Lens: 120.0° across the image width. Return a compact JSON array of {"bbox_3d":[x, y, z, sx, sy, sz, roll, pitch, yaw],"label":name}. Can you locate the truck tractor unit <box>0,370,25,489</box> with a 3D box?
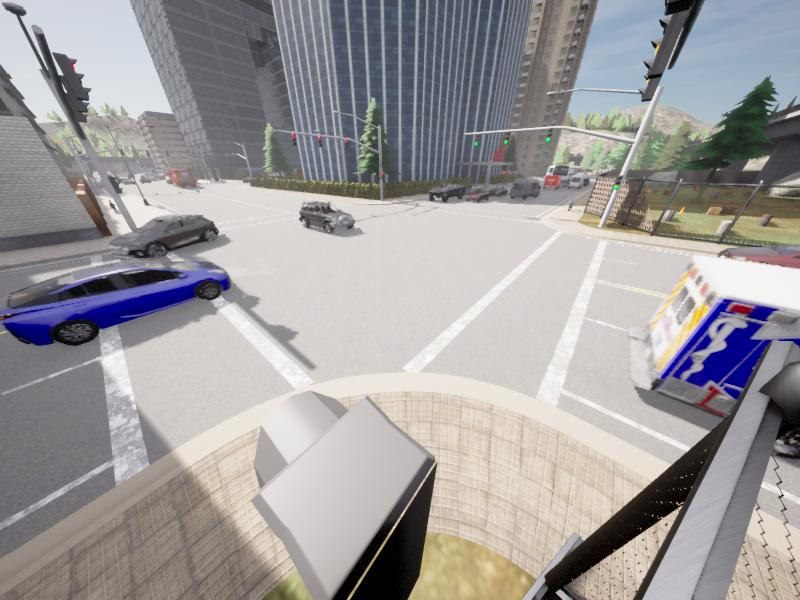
[{"bbox_3d":[-8.542,1.761,0.625,3.053,4.208,6.516,23,37,34],"label":"truck tractor unit"}]

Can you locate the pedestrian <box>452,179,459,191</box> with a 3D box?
[{"bbox_3d":[10.128,-20.995,42.045,0.751,1.860,0.751,-25,38,-36],"label":"pedestrian"}]

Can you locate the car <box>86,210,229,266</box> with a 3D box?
[{"bbox_3d":[-12.468,-3.608,12.543,2.033,1.649,4.856,7,30,9],"label":"car"}]

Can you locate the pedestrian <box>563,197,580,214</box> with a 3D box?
[{"bbox_3d":[16.015,-8.854,21.577,0.751,1.300,0.751,-20,35,-30],"label":"pedestrian"}]

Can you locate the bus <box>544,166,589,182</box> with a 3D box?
[{"bbox_3d":[52.864,-40.342,73.620,10.273,4.253,3.944,23,37,34],"label":"bus"}]

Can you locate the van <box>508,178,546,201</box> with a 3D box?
[{"bbox_3d":[17.764,-15.485,32.177,5.915,2.561,1.988,-24,37,-35],"label":"van"}]

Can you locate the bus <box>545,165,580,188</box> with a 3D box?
[{"bbox_3d":[36.990,-28.217,52.516,3.944,4.253,10.273,23,37,34],"label":"bus"}]

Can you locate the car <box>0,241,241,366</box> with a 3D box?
[{"bbox_3d":[-7.956,-0.352,6.989,2.007,1.525,4.514,20,35,31],"label":"car"}]

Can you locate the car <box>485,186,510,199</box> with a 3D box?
[{"bbox_3d":[14.654,-16.286,34.735,1.994,1.385,4.181,22,37,33],"label":"car"}]

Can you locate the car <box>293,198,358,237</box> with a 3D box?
[{"bbox_3d":[-5.340,-6.007,16.482,4.605,1.855,1.932,22,37,34],"label":"car"}]

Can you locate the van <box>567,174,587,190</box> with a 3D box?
[{"bbox_3d":[36.526,-24.377,47.580,1.988,2.561,5.915,23,37,34],"label":"van"}]

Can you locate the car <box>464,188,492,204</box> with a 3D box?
[{"bbox_3d":[10.164,-13.647,30.058,1.816,1.474,4.193,23,37,34],"label":"car"}]

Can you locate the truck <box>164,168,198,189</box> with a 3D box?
[{"bbox_3d":[-48.361,-27.073,51.069,8.468,3.827,2.891,23,37,34],"label":"truck"}]

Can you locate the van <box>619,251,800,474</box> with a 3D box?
[{"bbox_3d":[7.594,1.458,3.054,6.366,2.431,2.351,23,37,34],"label":"van"}]

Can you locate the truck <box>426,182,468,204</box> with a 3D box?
[{"bbox_3d":[6.327,-14.354,30.659,2.390,2.098,6.274,23,37,34],"label":"truck"}]

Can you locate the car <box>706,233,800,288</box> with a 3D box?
[{"bbox_3d":[15.948,-1.437,9.126,4.181,1.385,1.994,23,37,34],"label":"car"}]

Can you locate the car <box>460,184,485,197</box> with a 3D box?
[{"bbox_3d":[11.378,-17.082,36.037,1.812,1.442,4.674,23,37,34],"label":"car"}]

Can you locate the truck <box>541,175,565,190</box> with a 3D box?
[{"bbox_3d":[30.913,-23.720,46.527,2.627,2.467,5.204,23,38,34],"label":"truck"}]
